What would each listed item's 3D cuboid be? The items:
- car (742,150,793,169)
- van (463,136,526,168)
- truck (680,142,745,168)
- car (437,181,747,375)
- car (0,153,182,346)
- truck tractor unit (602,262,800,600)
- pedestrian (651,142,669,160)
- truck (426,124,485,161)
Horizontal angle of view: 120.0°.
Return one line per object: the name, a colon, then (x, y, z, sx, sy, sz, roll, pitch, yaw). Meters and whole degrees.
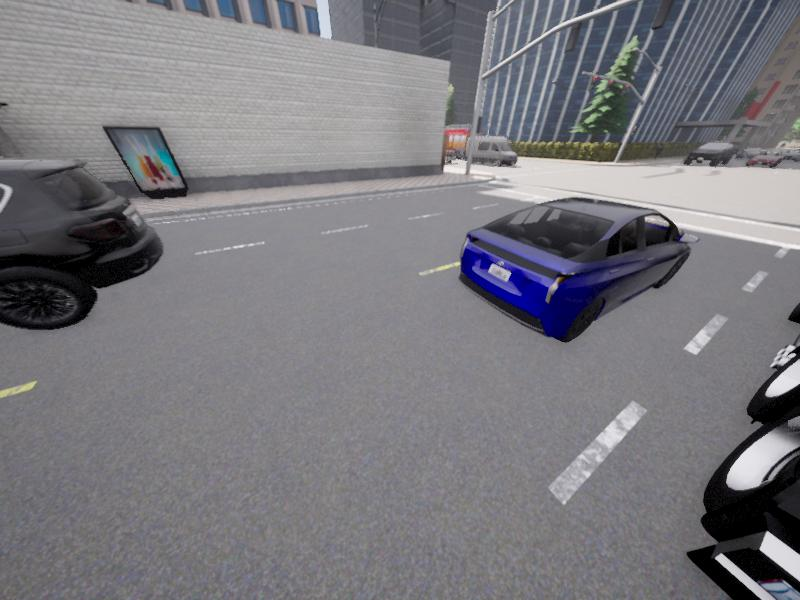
car: (37.521, -14.420, 23.614, 4.193, 1.474, 1.816, -18, 39, -24)
van: (9.672, -15.727, 24.441, 1.988, 2.561, 5.915, -18, 39, -24)
truck: (33.766, -15.764, 24.962, 6.274, 2.098, 2.390, -18, 39, -24)
car: (3.127, -0.879, 3.930, 4.514, 1.525, 2.007, -18, 39, -24)
car: (-6.727, -0.430, 2.762, 5.566, 2.045, 2.150, -22, 41, -28)
truck tractor unit: (5.111, -0.298, 0.794, 6.516, 4.208, 3.053, -18, 39, -24)
pedestrian: (32.400, -18.569, 28.867, 0.751, 1.860, 0.751, 27, 43, 33)
truck: (7.452, -22.463, 32.941, 2.891, 3.827, 8.468, -18, 39, -24)
